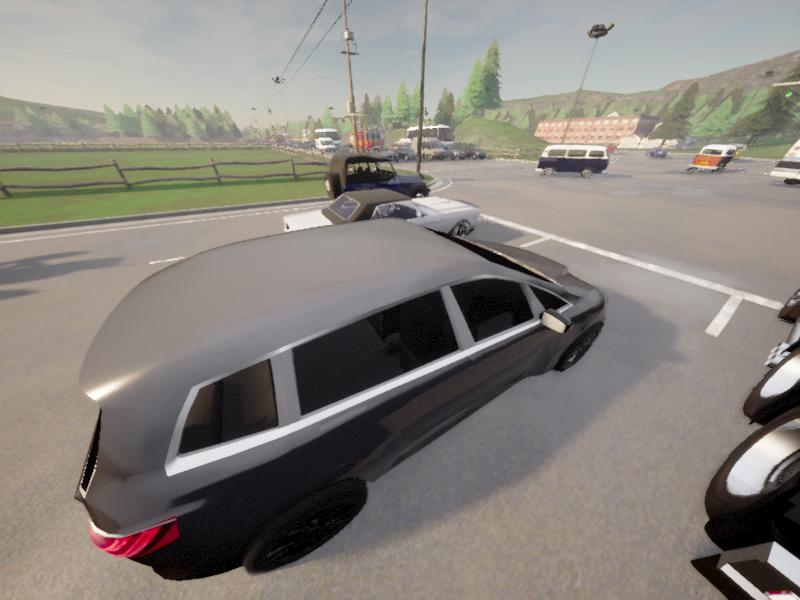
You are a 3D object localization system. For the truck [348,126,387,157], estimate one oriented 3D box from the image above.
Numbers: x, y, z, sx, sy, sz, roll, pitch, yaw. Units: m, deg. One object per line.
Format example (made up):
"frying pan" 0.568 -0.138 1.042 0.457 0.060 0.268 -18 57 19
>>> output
"truck" -5.473 -26.026 38.077 2.891 3.827 8.468 -18 39 -24

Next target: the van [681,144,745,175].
"van" 28.269 -12.793 20.867 4.480 2.038 2.069 -20 43 -27

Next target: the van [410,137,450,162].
"van" 3.832 -20.247 30.959 1.988 2.561 5.915 -18 39 -24

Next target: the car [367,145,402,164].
"car" -1.940 -17.628 27.904 2.242 1.667 4.611 -18 39 -24

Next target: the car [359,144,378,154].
"car" -6.326 -29.901 45.731 1.812 1.442 4.674 -18 39 -25

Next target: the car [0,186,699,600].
"car" 0.208 0.058 2.468 4.611 1.667 2.242 -18 39 -24

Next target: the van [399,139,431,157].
"van" 2.346 -25.681 38.866 2.351 2.431 6.366 -18 39 -24

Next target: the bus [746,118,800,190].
"bus" 28.131 -9.071 13.568 10.273 4.253 3.944 -10 38 -14

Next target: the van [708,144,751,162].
"van" 46.543 -20.941 32.787 1.775 1.987 4.442 22 40 27

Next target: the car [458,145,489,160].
"car" 10.499 -21.232 33.247 1.851 1.617 3.988 -18 39 -24

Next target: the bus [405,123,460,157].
"bus" 5.184 -27.746 40.275 3.944 4.253 10.273 -18 38 -24

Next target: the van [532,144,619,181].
"van" 12.771 -10.335 17.207 4.480 2.038 2.069 18 40 25

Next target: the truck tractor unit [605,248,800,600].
"truck tractor unit" 5.083 -0.327 0.821 6.516 4.208 3.053 -19 40 -25

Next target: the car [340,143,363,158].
"car" -7.566 -23.303 35.846 1.932 1.855 4.605 -18 39 -24

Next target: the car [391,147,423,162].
"car" 0.812 -18.819 29.794 1.837 1.490 4.892 -18 39 -24

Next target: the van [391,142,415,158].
"van" 0.371 -23.464 36.043 1.775 1.987 4.442 -18 39 -24

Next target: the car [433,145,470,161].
"car" 7.063 -20.659 32.382 2.152 1.651 5.027 -18 39 -24

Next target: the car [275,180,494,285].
"car" -0.215 -1.975 5.717 4.718 1.301 1.895 -19 39 -25

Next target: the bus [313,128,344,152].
"bus" -17.034 -37.852 54.616 3.944 4.253 10.273 -18 39 -24

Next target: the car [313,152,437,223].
"car" -0.826 -4.356 8.615 3.866 1.878 1.905 -19 39 -26

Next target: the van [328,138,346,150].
"van" -16.440 -40.368 59.844 2.351 2.431 6.366 -18 39 -24

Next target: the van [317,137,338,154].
"van" -14.281 -30.256 45.218 1.988 2.561 5.915 -18 39 -24
